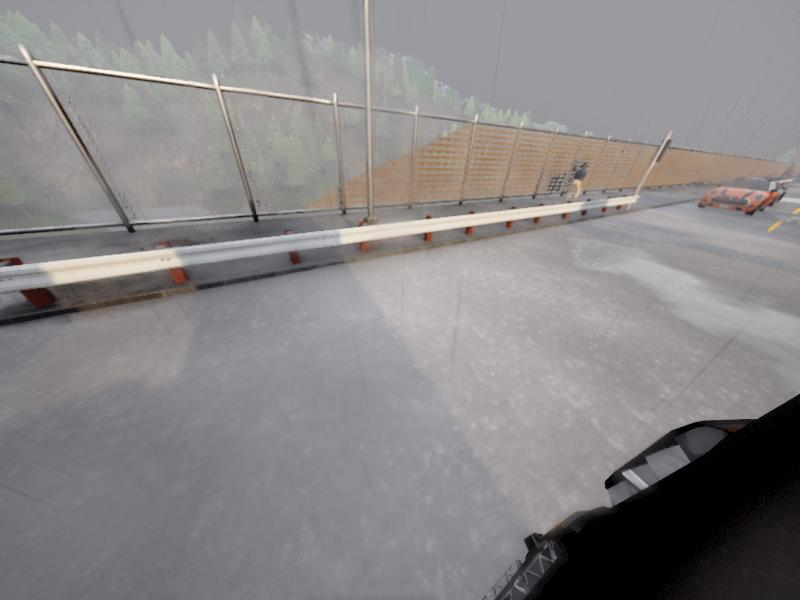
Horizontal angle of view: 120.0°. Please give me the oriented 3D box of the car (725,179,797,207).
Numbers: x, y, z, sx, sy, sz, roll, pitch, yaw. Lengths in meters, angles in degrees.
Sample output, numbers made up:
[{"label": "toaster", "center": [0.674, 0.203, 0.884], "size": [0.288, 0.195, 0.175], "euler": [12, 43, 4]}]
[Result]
[{"label": "car", "center": [25.950, -7.738, 16.600], "size": [4.181, 1.385, 1.994], "euler": [-16, 38, -26]}]

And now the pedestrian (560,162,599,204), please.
[{"label": "pedestrian", "center": [9.426, -6.168, 12.189], "size": [0.751, 1.860, 0.751], "euler": [-15, 37, -25]}]

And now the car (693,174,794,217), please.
[{"label": "car", "center": [19.632, -6.113, 13.236], "size": [4.553, 1.767, 2.097], "euler": [-15, 38, -26]}]
